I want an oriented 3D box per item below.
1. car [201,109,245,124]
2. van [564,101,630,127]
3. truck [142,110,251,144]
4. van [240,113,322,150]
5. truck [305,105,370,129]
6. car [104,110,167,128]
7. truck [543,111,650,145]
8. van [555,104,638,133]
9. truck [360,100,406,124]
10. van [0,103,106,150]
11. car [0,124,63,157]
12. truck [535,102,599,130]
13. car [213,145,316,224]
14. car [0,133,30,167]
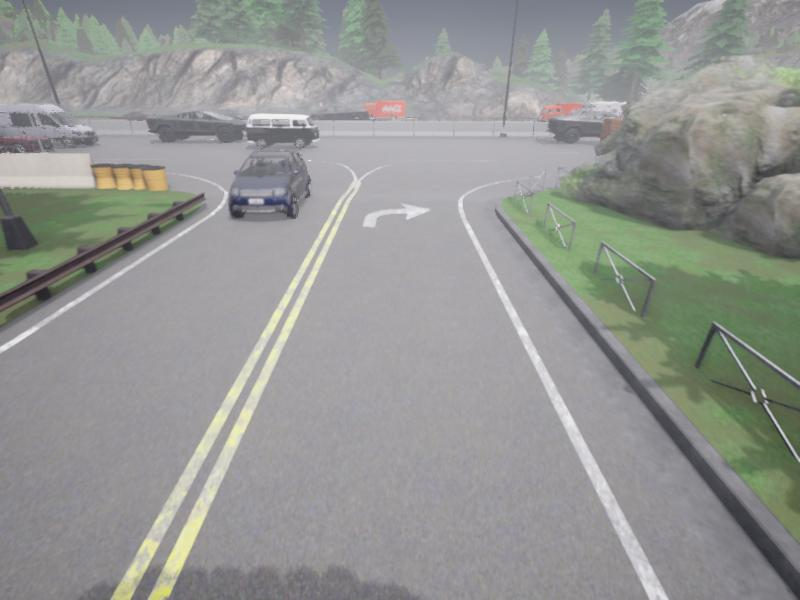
[{"bbox_3d":[-20.963,-21.845,47.549,4.193,1.474,1.816,0,27,-1],"label":"car"},{"bbox_3d":[21.885,-20.752,44.679,5.915,2.561,1.988,0,27,-1],"label":"van"},{"bbox_3d":[-14.475,-12.497,28.816,6.274,2.098,2.390,0,27,-1],"label":"truck"},{"bbox_3d":[-7.531,-10.872,25.799,4.480,2.038,2.069,0,27,-1],"label":"van"},{"bbox_3d":[-6.305,-18.922,41.347,6.274,2.098,2.390,0,27,-1],"label":"truck"},{"bbox_3d":[-27.171,-18.656,41.243,5.008,1.535,1.882,0,27,-1],"label":"car"},{"bbox_3d":[14.145,-12.521,29.139,6.274,2.098,2.390,0,27,-1],"label":"truck"},{"bbox_3d":[18.728,-17.488,38.447,6.366,2.431,2.351,0,27,-1],"label":"van"},{"bbox_3d":[-1.954,-22.304,47.534,5.204,2.467,2.627,0,27,-1],"label":"truck"},{"bbox_3d":[-22.796,-11.079,25.510,5.915,2.561,1.988,0,27,-1],"label":"van"},{"bbox_3d":[-22.571,-9.030,22.633,5.008,1.535,1.882,0,27,-1],"label":"car"},{"bbox_3d":[17.213,-19.110,41.528,5.204,2.467,2.627,0,27,-1],"label":"truck"},{"bbox_3d":[-3.675,-3.478,11.629,1.789,1.549,3.705,-1,27,-2],"label":"car"},{"bbox_3d":[-21.342,-7.351,19.576,4.181,1.385,1.994,0,27,-1],"label":"car"}]
